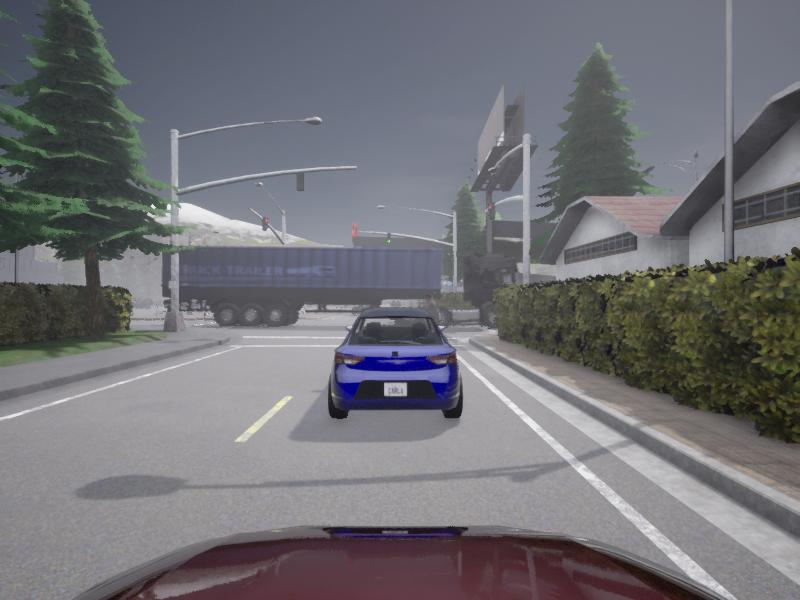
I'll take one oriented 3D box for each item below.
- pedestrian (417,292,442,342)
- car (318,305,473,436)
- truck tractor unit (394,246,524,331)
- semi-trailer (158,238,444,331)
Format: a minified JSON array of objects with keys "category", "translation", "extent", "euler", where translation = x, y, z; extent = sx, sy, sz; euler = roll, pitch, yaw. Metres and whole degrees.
[{"category":"pedestrian","translation":[1.126,0.637,15.437],"extent":[0.751,1.860,0.751],"euler":[0,0,-17]},{"category":"car","translation":[-0.077,0.854,6.782],"extent":[1.816,1.474,4.193],"euler":[0,0,-1]},{"category":"truck tractor unit","translation":[2.948,-0.574,21.580],"extent":[6.516,4.208,3.053],"euler":[0,0,-1]},{"category":"semi-trailer","translation":[-4.947,-0.764,21.449],"extent":[14.254,4.402,2.717],"euler":[1,0,-1]}]
